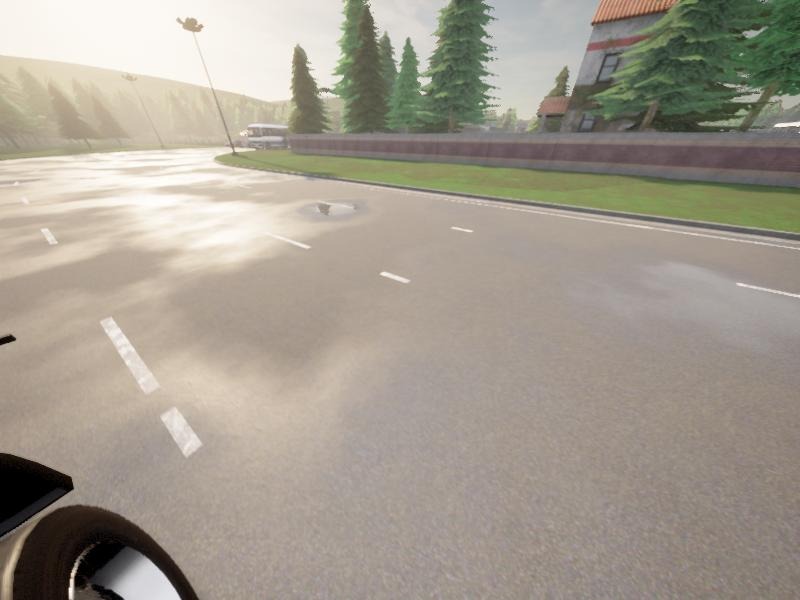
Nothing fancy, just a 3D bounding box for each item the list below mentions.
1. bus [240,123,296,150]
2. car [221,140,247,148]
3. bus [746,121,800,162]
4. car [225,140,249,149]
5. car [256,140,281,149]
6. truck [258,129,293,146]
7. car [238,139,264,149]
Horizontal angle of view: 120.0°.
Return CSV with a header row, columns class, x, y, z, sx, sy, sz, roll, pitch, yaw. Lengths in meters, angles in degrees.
class,x,y,z,sx,sy,sz,roll,pitch,yaw
bus,-27.218,-34.319,48.667,3.944,4.253,10.273,7,36,9
car,-39.917,-37.600,55.620,2.163,1.488,4.792,9,36,12
bus,53.651,-21.536,31.296,3.944,4.253,10.273,23,41,30
car,-37.147,-35.596,52.795,1.816,1.474,4.193,7,36,9
car,-29.941,-35.659,52.903,1.801,1.575,5.366,9,36,12
truck,-35.288,-46.302,65.971,2.891,3.827,8.468,13,37,17
car,-33.683,-35.354,52.344,2.033,1.649,4.856,7,36,9
